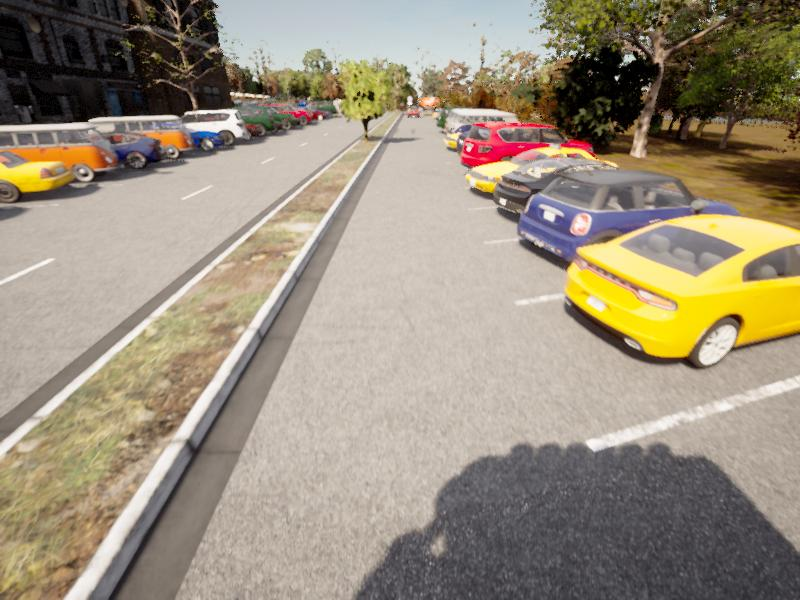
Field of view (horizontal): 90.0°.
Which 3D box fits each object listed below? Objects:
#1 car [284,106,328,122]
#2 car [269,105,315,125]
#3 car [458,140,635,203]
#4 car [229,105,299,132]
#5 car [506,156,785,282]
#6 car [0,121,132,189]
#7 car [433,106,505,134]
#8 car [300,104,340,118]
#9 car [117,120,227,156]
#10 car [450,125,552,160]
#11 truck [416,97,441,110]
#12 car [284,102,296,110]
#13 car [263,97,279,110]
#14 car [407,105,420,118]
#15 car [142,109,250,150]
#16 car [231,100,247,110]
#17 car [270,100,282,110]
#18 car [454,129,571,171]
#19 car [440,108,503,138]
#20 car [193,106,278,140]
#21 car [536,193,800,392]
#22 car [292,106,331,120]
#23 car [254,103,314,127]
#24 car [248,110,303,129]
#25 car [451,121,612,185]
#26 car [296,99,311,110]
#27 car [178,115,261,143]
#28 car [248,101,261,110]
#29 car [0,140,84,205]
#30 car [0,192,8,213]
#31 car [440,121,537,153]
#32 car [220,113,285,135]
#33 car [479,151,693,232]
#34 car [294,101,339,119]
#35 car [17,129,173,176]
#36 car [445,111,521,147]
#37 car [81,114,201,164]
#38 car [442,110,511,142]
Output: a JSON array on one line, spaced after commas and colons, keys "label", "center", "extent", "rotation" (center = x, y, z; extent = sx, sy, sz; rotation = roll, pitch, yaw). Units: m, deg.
[{"label": "car", "center": [-11.686, -23.087, 49.607], "extent": [5.008, 1.535, 2.097], "rotation": [-9, 28, -15]}, {"label": "car", "center": [-11.884, -20.445, 44.202], "extent": [4.553, 1.767, 2.185], "rotation": [-9, 29, -16]}, {"label": "car", "center": [4.915, -4.479, 13.666], "extent": [5.366, 1.575, 1.946], "rotation": [-8, 29, -17]}, {"label": "car", "center": [-12.221, -16.434, 36.140], "extent": [5.566, 2.045, 2.435], "rotation": [-9, 28, -16]}, {"label": "car", "center": [4.906, -1.891, 8.383], "extent": [4.553, 1.767, 2.185], "rotation": [-8, 28, -17]}, {"label": "car", "center": [-12.975, -5.414, 14.799], "extent": [4.442, 1.987, 1.878], "rotation": [-9, 28, -16]}, {"label": "car", "center": [5.926, -15.629, 34.769], "extent": [5.566, 2.045, 2.435], "rotation": [-8, 28, -16]}, {"label": "car", "center": [-11.502, -27.233, 57.596], "extent": [5.366, 1.575, 1.946], "rotation": [-9, 29, -15]}, {"label": "car", "center": [-12.778, -9.327, 22.893], "extent": [5.008, 1.535, 2.097], "rotation": [-9, 28, -16]}, {"label": "car", "center": [5.409, -8.567, 21.677], "extent": [4.792, 1.488, 2.163], "rotation": [-8, 28, -16]}, {"label": "truck", "center": [6.102, -42.367, 86.446], "extent": [2.627, 2.467, 5.204], "rotation": [-17, 31, -33]}, {"label": "car", "center": [-24.193, -42.706, 87.970], "extent": [2.231, 1.521, 4.892], "rotation": [-7, 26, -16]}, {"label": "car", "center": [-23.425, -35.586, 72.489], "extent": [2.435, 2.045, 5.566], "rotation": [-7, 27, -16]}, {"label": "car", "center": [1.989, -27.290, 57.804], "extent": [1.851, 1.617, 3.988], "rotation": [1, 27, 2]}, {"label": "car", "center": [-12.696, -10.920, 25.436], "extent": [5.566, 2.045, 2.435], "rotation": [-9, 29, -16]}, {"label": "car", "center": [-29.351, -35.518, 72.865], "extent": [2.231, 1.521, 4.892], "rotation": [-8, 27, -15]}, {"label": "car", "center": [-27.205, -42.882, 88.011], "extent": [2.185, 1.767, 4.553], "rotation": [-7, 26, -16]}, {"label": "car", "center": [5.254, -7.194, 19.010], "extent": [4.792, 1.488, 2.163], "rotation": [-8, 29, -16]}, {"label": "car", "center": [5.685, -14.223, 32.091], "extent": [4.442, 1.987, 1.878], "rotation": [-8, 29, -16]}, {"label": "car", "center": [-12.483, -13.669, 30.774], "extent": [5.566, 2.045, 2.435], "rotation": [-9, 29, -16]}, {"label": "car", "center": [4.866, -0.425, 5.813], "extent": [5.008, 1.535, 2.097], "rotation": [-8, 28, -17]}, {"label": "car", "center": [-11.563, -24.438, 52.312], "extent": [4.674, 1.452, 2.002], "rotation": [-9, 28, -15]}, {"label": "car", "center": [-12.005, -19.185, 41.483], "extent": [5.566, 2.045, 2.435], "rotation": [-9, 28, -16]}, {"label": "car", "center": [-12.110, -17.559, 38.937], "extent": [4.792, 1.488, 2.163], "rotation": [-9, 28, -16]}, {"label": "car", "center": [5.211, -6.092, 16.260], "extent": [5.566, 2.045, 2.435], "rotation": [-8, 28, -16]}, {"label": "car", "center": [-21.190, -42.865, 87.752], "extent": [2.435, 2.045, 5.566], "rotation": [-7, 26, -16]}, {"label": "car", "center": [-12.566, -12.078, 28.233], "extent": [5.008, 1.535, 2.097], "rotation": [-9, 28, -16]}, {"label": "car", "center": [-26.397, -35.410, 72.763], "extent": [2.002, 1.452, 4.674], "rotation": [-7, 27, -16]}, {"label": "car", "center": [-13.349, -3.786, 12.131], "extent": [5.366, 1.575, 1.946], "rotation": [-9, 29, -16]}, {"label": "car", "center": [-13.268, -2.436, 9.511], "extent": [5.008, 1.535, 2.097], "rotation": [-9, 28, -16]}, {"label": "car", "center": [5.308, -9.928, 24.240], "extent": [5.366, 1.575, 1.946], "rotation": [-8, 29, -16]}, {"label": "car", "center": [-12.323, -14.807, 33.596], "extent": [4.792, 1.488, 2.163], "rotation": [-9, 28, -16]}, {"label": "car", "center": [5.000, -3.142, 11.087], "extent": [4.892, 1.521, 2.231], "rotation": [-8, 28, -17]}, {"label": "car", "center": [-11.471, -26.078, 54.841], "extent": [5.566, 2.045, 2.435], "rotation": [-9, 29, -15]}, {"label": "car", "center": [-13.011, -6.540, 17.547], "extent": [4.792, 1.488, 2.163], "rotation": [-9, 29, -16]}, {"label": "car", "center": [5.482, -11.497, 26.800], "extent": [4.442, 1.987, 1.878], "rotation": [-8, 29, -16]}, {"label": "car", "center": [-12.773, -8.171, 20.152], "extent": [4.442, 1.987, 1.878], "rotation": [-9, 28, -16]}, {"label": "car", "center": [5.584, -12.861, 29.446], "extent": [4.442, 1.987, 1.878], "rotation": [-8, 29, -16]}]
